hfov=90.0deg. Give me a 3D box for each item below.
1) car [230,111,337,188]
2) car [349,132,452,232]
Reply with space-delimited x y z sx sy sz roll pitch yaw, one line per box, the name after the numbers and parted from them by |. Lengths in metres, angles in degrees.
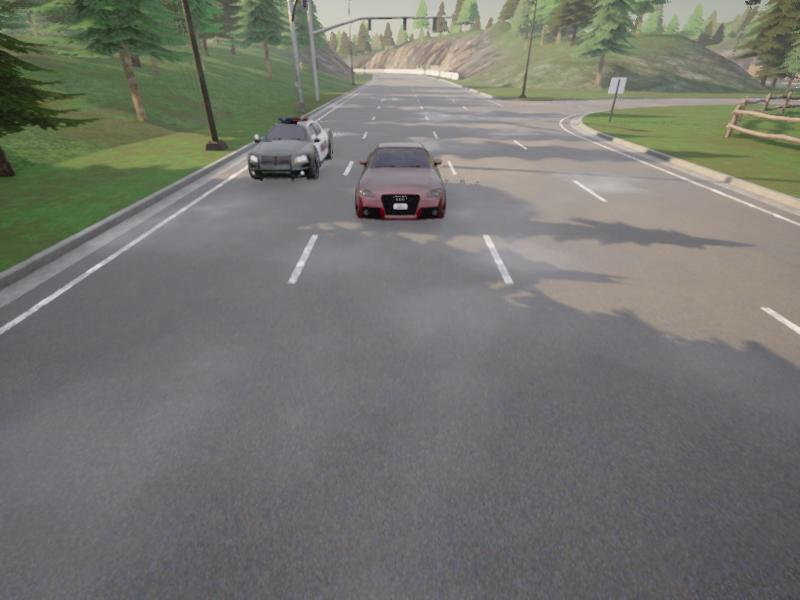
-3.489 -5.094 13.120 2.038 1.542 4.974 0 30 0 | car
0.010 -3.097 9.879 1.994 1.385 4.181 0 30 0 | car
